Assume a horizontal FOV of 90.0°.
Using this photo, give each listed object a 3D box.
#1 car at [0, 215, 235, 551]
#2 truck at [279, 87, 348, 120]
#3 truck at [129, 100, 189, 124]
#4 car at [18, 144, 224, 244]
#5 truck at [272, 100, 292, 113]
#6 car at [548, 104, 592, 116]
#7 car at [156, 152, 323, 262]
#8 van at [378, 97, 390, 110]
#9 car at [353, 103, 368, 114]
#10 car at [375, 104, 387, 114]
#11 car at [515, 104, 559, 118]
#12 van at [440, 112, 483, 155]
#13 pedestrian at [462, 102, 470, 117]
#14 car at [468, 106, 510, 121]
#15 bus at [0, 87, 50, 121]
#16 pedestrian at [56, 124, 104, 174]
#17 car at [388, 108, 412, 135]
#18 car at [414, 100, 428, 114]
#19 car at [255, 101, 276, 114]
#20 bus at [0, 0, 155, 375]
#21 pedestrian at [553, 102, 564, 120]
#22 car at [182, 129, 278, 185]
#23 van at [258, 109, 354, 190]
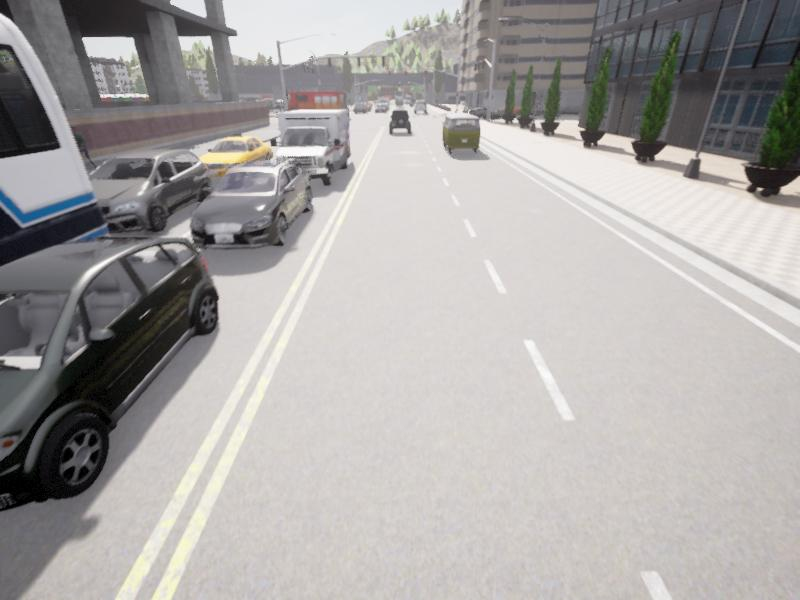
[{"bbox_3d":[-3.493,0.350,4.291,1.789,1.549,3.705,0,27,0],"label":"car"},{"bbox_3d":[-11.611,-26.604,54.177,8.468,3.827,2.891,7,28,14],"label":"truck"},{"bbox_3d":[-29.133,-22.826,48.574,5.204,2.467,2.627,0,27,0],"label":"truck"},{"bbox_3d":[-6.993,-3.107,10.932,2.242,1.667,4.611,0,27,0],"label":"car"},{"bbox_3d":[-21.127,-34.626,71.585,2.069,2.038,4.478,0,27,0],"label":"truck"},{"bbox_3d":[24.798,-27.715,58.397,5.357,1.411,2.033,0,27,0],"label":"car"},{"bbox_3d":[-3.490,-2.573,10.015,2.128,1.511,4.902,0,27,0],"label":"car"},{"bbox_3d":[-3.484,-42.467,86.479,2.351,2.431,6.366,0,27,0],"label":"van"},{"bbox_3d":[-6.982,-34.076,71.100,2.033,1.649,4.856,0,27,0],"label":"car"},{"bbox_3d":[-3.480,-34.701,72.539,1.970,1.475,3.806,0,27,0],"label":"car"},{"bbox_3d":[18.801,-26.185,55.264,5.238,1.638,1.930,-1,27,0],"label":"car"},{"bbox_3d":[3.508,-9.867,23.553,1.775,1.987,4.442,0,27,0],"label":"van"},{"bbox_3d":[9.307,-27.044,56.807,0.751,1.860,0.751,-10,29,-18],"label":"pedestrian"},{"bbox_3d":[10.839,-22.730,48.801,4.514,1.525,2.007,-5,28,-8],"label":"car"},{"bbox_3d":[-57.813,-28.151,57.400,10.273,4.253,3.944,0,27,0],"label":"bus"},{"bbox_3d":[-13.138,-6.230,16.498,0.751,1.860,0.751,0,27,1],"label":"pedestrian"},{"bbox_3d":[0.012,-15.448,34.549,1.905,1.878,3.866,0,27,0],"label":"car"},{"bbox_3d":[3.517,-33.610,69.606,2.150,2.045,5.566,0,27,0],"label":"car"},{"bbox_3d":[-24.022,-34.496,71.585,1.932,1.855,4.605,0,27,0],"label":"car"},{"bbox_3d":[-6.882,-0.197,2.459,3.944,4.253,10.273,0,27,0],"label":"bus"},{"bbox_3d":[17.947,-21.407,45.373,0.751,1.860,0.751,1,27,3],"label":"pedestrian"},{"bbox_3d":[-6.991,-6.309,17.248,1.801,1.575,5.366,0,27,0],"label":"car"},{"bbox_3d":[-3.496,-6.461,16.565,2.351,2.431,6.366,0,27,0],"label":"van"}]
